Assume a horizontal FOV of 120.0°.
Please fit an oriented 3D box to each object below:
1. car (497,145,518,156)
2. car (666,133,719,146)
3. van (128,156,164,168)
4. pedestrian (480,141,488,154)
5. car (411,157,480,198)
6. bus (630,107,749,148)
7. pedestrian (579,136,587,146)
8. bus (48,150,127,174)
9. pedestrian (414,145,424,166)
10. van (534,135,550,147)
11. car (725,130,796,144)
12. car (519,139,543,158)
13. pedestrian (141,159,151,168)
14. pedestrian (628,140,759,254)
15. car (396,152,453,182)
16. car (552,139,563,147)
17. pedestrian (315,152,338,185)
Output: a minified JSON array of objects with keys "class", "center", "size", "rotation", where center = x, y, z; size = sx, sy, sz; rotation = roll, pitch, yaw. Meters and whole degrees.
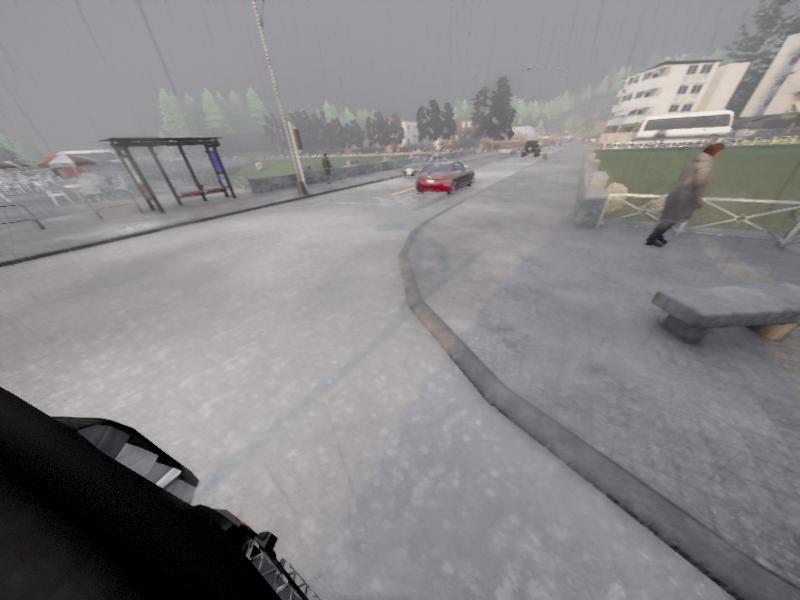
[{"class":"car","center":[16.918,-23.486,36.292],"size":[1.895,1.301,4.718],"rotation":[18,39,28]},{"class":"car","center":[47.587,-26.223,37.764],"size":[4.892,1.490,1.837],"rotation":[19,40,29]},{"class":"van","center":[-70.439,-38.486,64.302],"size":[1.988,2.561,5.915],"rotation":[18,39,28]},{"class":"pedestrian","center":[15.063,-27.320,41.397],"size":[0.751,1.860,0.751],"rotation":[-29,42,-33]},{"class":"car","center":[2.537,-6.688,12.403],"size":[1.994,1.385,4.181],"rotation":[18,39,28]},{"class":"bus","center":[43.644,-26.397,35.863],"size":[10.273,4.253,3.944],"rotation":[22,41,32]},{"class":"pedestrian","center":[39.322,-34.156,49.627],"size":[0.751,1.860,0.751],"rotation":[-29,41,-33]},{"class":"bus","center":[-76.094,-34.064,56.675],"size":[3.944,4.253,10.273],"rotation":[18,39,28]},{"class":"pedestrian","center":[2.071,-15.823,25.342],"size":[0.751,1.860,0.751],"rotation":[23,42,34]},{"class":"van","center":[38.801,-43.402,63.132],"size":[2.351,2.431,6.366],"rotation":[18,39,28]},{"class":"car","center":[53.506,-24.302,34.534],"size":[5.357,1.411,2.033],"rotation":[18,39,28]},{"class":"car","center":[17.686,-20.355,31.046],"size":[1.905,1.878,3.866],"rotation":[18,39,28]},{"class":"pedestrian","center":[-64.158,-34.489,58.286],"size":[0.751,1.860,0.751],"rotation":[19,40,29]},{"class":"pedestrian","center":[5.487,-1.983,4.536],"size":[0.751,1.860,0.751],"rotation":[17,39,27]},{"class":"car","center":[1.985,-10.231,17.583],"size":[2.128,1.511,4.902],"rotation":[19,40,29]},{"class":"car","center":[41.003,-40.910,60.035],"size":[1.789,1.549,3.705],"rotation":[18,39,28]},{"class":"pedestrian","center":[-4.809,-8.628,15.193],"size":[0.751,1.860,0.751],"rotation":[9,36,18]}]
